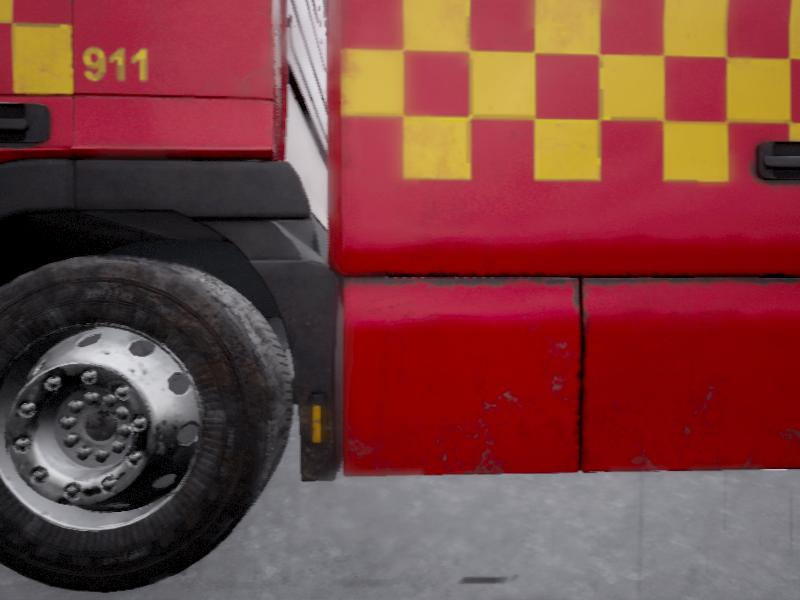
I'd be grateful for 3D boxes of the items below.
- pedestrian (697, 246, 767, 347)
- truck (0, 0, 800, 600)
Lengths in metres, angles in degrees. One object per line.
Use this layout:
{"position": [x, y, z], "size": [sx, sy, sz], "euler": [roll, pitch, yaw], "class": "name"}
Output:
{"position": [6.421, -0.066, 7.772], "size": [0.751, 1.860, 0.751], "euler": [0, 0, 2], "class": "pedestrian"}
{"position": [1.520, -0.920, 2.781], "size": [8.468, 3.827, 2.891], "euler": [0, 0, -2], "class": "truck"}
